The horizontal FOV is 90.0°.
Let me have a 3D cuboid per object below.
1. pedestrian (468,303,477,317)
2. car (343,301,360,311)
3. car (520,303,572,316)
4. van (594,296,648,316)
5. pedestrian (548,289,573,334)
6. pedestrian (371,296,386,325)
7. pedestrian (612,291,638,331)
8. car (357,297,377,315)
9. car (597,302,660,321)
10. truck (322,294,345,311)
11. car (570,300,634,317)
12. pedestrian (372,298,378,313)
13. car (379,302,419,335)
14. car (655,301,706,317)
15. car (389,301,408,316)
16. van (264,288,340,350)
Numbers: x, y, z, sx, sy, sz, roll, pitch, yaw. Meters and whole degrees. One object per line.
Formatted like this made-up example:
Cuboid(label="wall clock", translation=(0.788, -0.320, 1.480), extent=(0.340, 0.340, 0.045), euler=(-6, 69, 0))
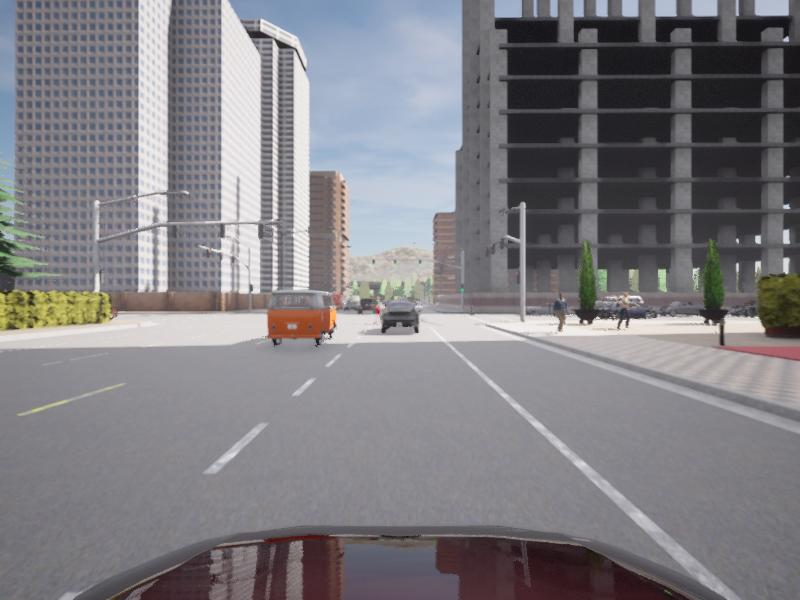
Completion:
Cuboid(label="pedestrian", translation=(6.930, 0.930, 38.265), extent=(0.751, 1.300, 0.751), euler=(0, 0, -5))
Cuboid(label="car", translation=(-7.127, 0.849, 59.304), extent=(2.007, 1.525, 4.514), euler=(0, 0, 1))
Cuboid(label="car", translation=(15.134, 0.958, 41.722), extent=(4.718, 1.301, 1.895), euler=(0, 0, 0))
Cuboid(label="van", translation=(22.904, 0.586, 41.672), extent=(4.480, 2.038, 2.069), euler=(0, 0, 0))
Cuboid(label="pedestrian", translation=(6.826, 0.491, 17.047), extent=(0.751, 1.860, 0.751), euler=(0, 0, -1))
Cuboid(label="pedestrian", translation=(-1.395, 0.646, 26.041), extent=(0.751, 1.860, 0.751), euler=(0, 0, -30))
Cuboid(label="pedestrian", translation=(10.714, 0.490, 19.052), extent=(0.751, 1.860, 0.751), euler=(0, 0, -22))
Cuboid(label="car", translation=(-3.700, 0.662, 45.258), extent=(1.905, 1.878, 3.866), euler=(0, 0, 0))
Cuboid(label="car", translation=(17.751, 0.864, 31.167), extent=(3.806, 1.475, 1.970), euler=(0, 0, 0))
Cuboid(label="truck", translation=(-10.557, 0.379, 63.828), extent=(2.627, 2.467, 5.204), euler=(0, 0, 1))
Cuboid(label="car", translation=(19.240, 0.794, 38.192), extent=(5.027, 1.651, 2.152), euler=(0, 0, 0))
Cuboid(label="pedestrian", translation=(-3.091, 0.654, 49.615), extent=(0.751, 1.860, 0.751), euler=(0, 0, 3))
Cuboid(label="car", translation=(0.082, 0.852, 20.727), extent=(1.837, 1.490, 4.892), euler=(0, 0, 3))
Cuboid(label="car", translation=(26.698, 0.840, 38.149), extent=(3.633, 1.501, 1.845), euler=(0, 0, 0))
Cuboid(label="car", translation=(-0.183, 0.838, 42.718), extent=(1.882, 1.535, 5.008), euler=(0, 0, 0))
Cuboid(label="van", translation=(-3.500, 0.605, 15.155), extent=(1.775, 1.987, 4.442), euler=(0, 0, 0))
